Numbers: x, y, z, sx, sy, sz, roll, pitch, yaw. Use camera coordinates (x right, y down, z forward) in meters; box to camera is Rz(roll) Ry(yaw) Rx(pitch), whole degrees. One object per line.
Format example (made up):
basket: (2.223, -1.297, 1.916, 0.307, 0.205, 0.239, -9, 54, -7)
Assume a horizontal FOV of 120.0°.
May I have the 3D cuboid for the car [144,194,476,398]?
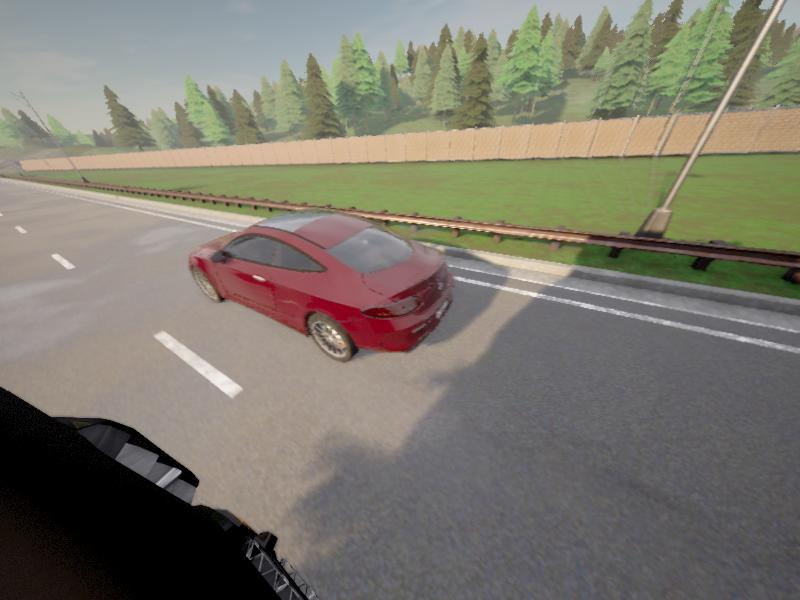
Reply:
car: (-1.502, -0.621, 3.646, 4.674, 1.442, 1.812, 16, 38, 26)
